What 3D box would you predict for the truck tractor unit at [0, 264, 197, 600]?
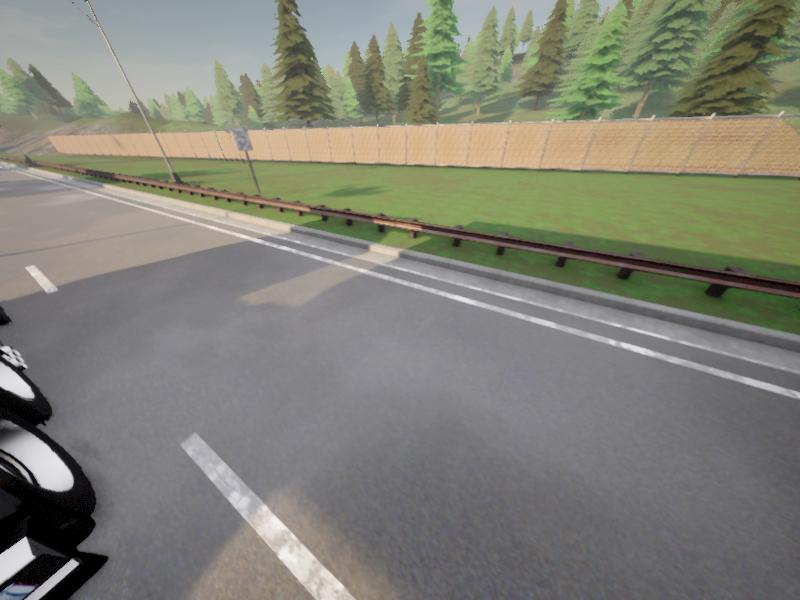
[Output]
[{"bbox_3d":[-5.116,-0.293,0.785,6.516,4.208,3.053,18,39,24],"label":"truck tractor unit"}]
